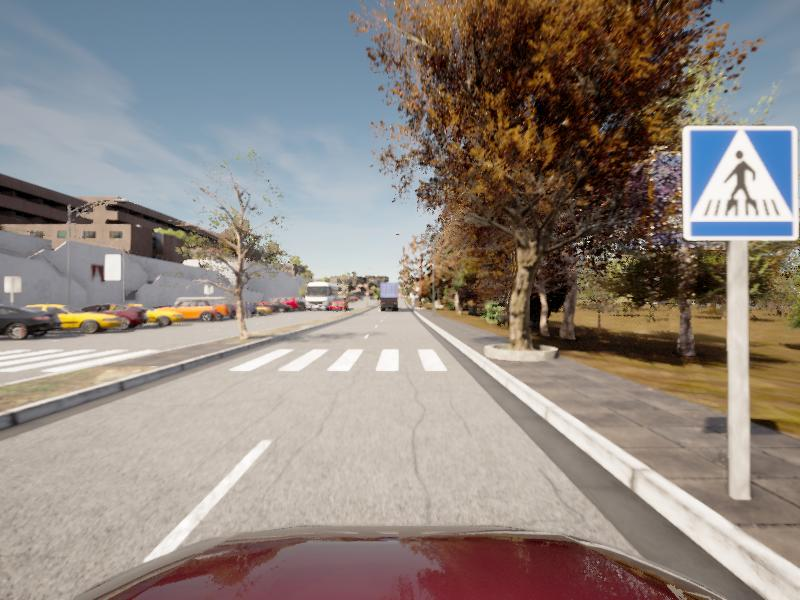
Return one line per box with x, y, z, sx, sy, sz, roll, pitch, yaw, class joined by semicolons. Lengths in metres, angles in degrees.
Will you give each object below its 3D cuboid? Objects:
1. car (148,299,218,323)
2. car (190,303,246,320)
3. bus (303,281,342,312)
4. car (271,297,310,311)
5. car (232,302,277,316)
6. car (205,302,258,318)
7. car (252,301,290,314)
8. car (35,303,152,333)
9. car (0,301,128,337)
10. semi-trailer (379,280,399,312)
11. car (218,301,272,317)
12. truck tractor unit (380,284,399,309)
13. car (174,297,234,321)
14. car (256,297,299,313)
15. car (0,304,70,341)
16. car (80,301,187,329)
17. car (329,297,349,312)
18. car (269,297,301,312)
-16.850;0.831;31.387;4.553;1.767;2.185;-1;0;-20;car
-16.869;1.012;37.346;4.674;1.452;2.002;-1;0;-20;car
-11.667;-0.508;61.191;3.944;4.253;10.273;0;0;0;bus
-16.838;0.605;61.237;5.566;2.045;2.435;-1;0;-20;car
-16.841;0.990;46.315;4.792;1.488;2.163;-1;0;-20;car
-16.899;1.005;40.318;4.792;1.488;2.163;-1;0;-20;car
-16.861;0.968;52.272;4.674;1.452;2.002;-1;1;-20;car
-16.910;0.938;22.414;4.792;1.488;2.163;-1;0;-20;car
-16.712;0.885;19.510;5.366;1.575;1.946;-1;-1;-20;car
-1.626;-0.607;62.139;2.717;4.402;14.254;0;0;-1;semi-trailer
-16.699;0.964;43.387;5.366;1.575;1.946;-1;0;-20;car
-1.897;-0.589;70.039;3.053;4.208;6.516;0;1;-4;truck tractor unit
-16.771;0.742;34.414;4.442;1.987;1.878;-1;-1;-20;car
-16.893;0.657;55.241;5.566;2.045;2.435;-1;1;-20;car
-16.883;0.916;16.461;4.674;1.452;2.002;-1;0;-20;car
-16.708;0.921;25.476;5.366;1.575;1.946;-1;-1;-20;car
-8.784;0.622;58.100;2.150;2.045;5.566;0;1;0;car
-16.756;0.655;58.284;4.442;1.987;1.878;-1;0;-20;car
